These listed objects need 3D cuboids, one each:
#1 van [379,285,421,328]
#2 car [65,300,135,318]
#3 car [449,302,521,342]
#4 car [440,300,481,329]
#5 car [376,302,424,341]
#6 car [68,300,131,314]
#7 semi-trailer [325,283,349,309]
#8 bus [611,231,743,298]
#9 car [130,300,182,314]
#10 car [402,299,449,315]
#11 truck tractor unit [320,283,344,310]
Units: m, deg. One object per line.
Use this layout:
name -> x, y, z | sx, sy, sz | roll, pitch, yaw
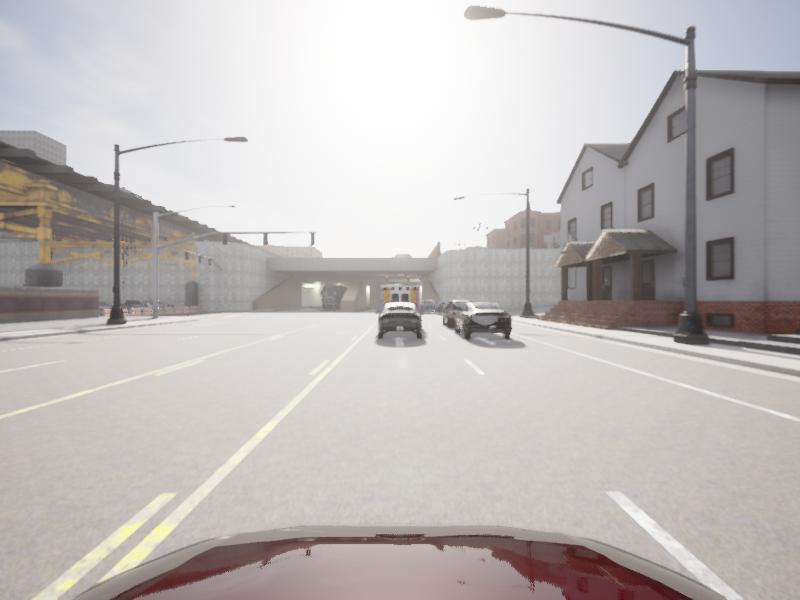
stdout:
van -> 0.007, 0.373, 25.587 | 2.351, 2.431, 6.366 | 0, 0, 0
car -> -28.170, 0.788, 37.677 | 2.038, 1.542, 4.974 | 0, 0, 44
car -> 3.494, 0.833, 17.557 | 2.128, 1.511, 4.902 | 0, 0, 0
car -> 3.505, 0.783, 23.752 | 1.851, 1.617, 3.988 | 0, 0, 0
car -> 0.000, 0.841, 17.884 | 1.837, 1.490, 4.892 | 0, 0, 0
car -> -28.206, 0.631, 37.639 | 1.853, 1.218, 4.536 | 0, 0, 44
semi-trailer -> -11.602, -0.632, 74.999 | 2.717, 4.402, 14.254 | 0, 0, -2
bus -> 28.309, -3.554, 41.324 | 10.273, 4.253, 3.944 | -14, 0, 0
car -> -28.971, 0.786, 47.652 | 2.038, 1.542, 4.974 | 0, 0, 29
car -> 2.966, 0.776, 46.480 | 5.027, 1.651, 2.152 | 0, 1, 28
truck tractor unit -> -11.372, -0.535, 67.090 | 3.053, 4.208, 6.516 | 0, 0, -2
